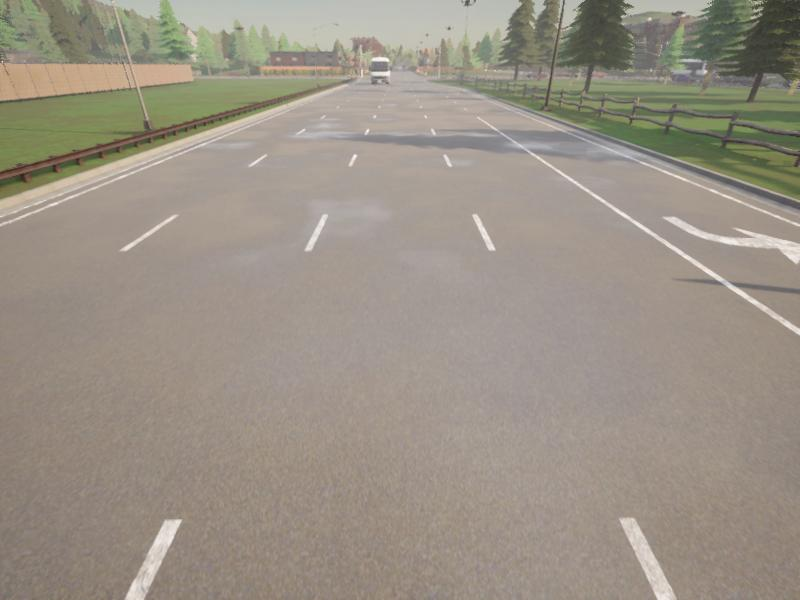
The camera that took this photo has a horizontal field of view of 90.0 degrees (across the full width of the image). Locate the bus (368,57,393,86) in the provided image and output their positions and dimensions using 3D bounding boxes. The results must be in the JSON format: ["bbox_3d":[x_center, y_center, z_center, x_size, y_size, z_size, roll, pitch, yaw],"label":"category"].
[{"bbox_3d":[-3.355,-41.437,72.510,3.944,4.253,10.273,0,30,0],"label":"bus"}]

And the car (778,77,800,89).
[{"bbox_3d":[61.157,-33.234,61.179,2.038,1.542,4.974,0,30,0],"label":"car"}]

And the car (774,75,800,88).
[{"bbox_3d":[64.673,-35.779,65.475,1.930,1.638,5.238,0,30,0],"label":"car"}]

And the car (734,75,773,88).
[{"bbox_3d":[57.673,-35.758,65.429,2.033,1.649,4.856,0,30,0],"label":"car"}]
